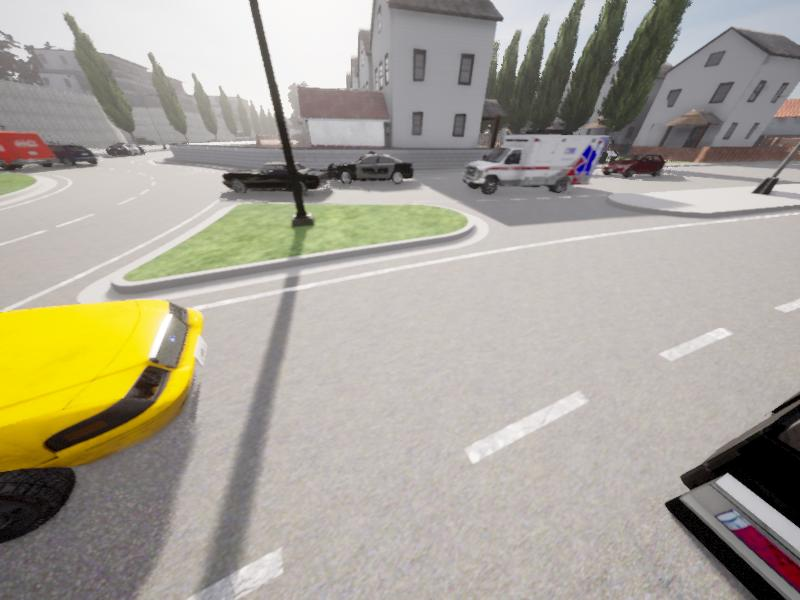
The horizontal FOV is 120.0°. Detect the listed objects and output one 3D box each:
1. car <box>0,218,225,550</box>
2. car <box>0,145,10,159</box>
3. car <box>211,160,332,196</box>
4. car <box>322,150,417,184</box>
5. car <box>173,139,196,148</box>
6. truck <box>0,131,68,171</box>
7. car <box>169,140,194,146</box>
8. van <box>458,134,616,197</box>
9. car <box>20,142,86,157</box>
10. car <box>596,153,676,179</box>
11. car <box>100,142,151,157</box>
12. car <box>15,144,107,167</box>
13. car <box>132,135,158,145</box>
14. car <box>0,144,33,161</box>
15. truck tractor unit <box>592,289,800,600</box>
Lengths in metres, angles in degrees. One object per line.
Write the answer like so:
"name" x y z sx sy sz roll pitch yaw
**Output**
"car" -4.417 0.978 1.146 5.366 1.575 1.801 -17 39 -23
"car" -47.453 -16.249 25.240 2.038 1.542 4.974 -7 36 -10
"car" -6.050 -6.061 11.410 4.718 1.301 1.895 1 35 1
"car" -1.719 -8.133 14.114 5.238 1.638 1.930 -2 35 -3
"car" -53.046 -38.583 56.879 1.801 1.575 5.366 -8 36 -11
"truck" -30.909 -11.611 18.005 5.204 2.467 2.627 3 34 4
"car" -62.149 -44.742 65.767 1.812 1.442 4.674 19 40 24
"van" 6.590 -6.914 11.790 6.366 2.431 2.351 -6 36 -9
"car" -45.254 -19.837 30.382 2.038 1.542 4.974 -7 36 -11
"car" 17.442 -10.014 17.168 4.193 1.474 1.816 -8 36 -12
"car" -37.269 -20.587 31.549 2.038 1.542 4.974 -8 36 -12
"car" -30.596 -13.191 20.994 4.856 1.649 2.033 3 35 4
"car" -66.369 -41.589 60.206 3.866 1.878 1.905 -4 35 -12
"car" -43.825 -15.938 24.916 1.812 1.442 4.674 -7 36 -10
"truck tractor unit" 5.242 -0.141 0.554 6.516 4.208 3.053 -12 37 -17
